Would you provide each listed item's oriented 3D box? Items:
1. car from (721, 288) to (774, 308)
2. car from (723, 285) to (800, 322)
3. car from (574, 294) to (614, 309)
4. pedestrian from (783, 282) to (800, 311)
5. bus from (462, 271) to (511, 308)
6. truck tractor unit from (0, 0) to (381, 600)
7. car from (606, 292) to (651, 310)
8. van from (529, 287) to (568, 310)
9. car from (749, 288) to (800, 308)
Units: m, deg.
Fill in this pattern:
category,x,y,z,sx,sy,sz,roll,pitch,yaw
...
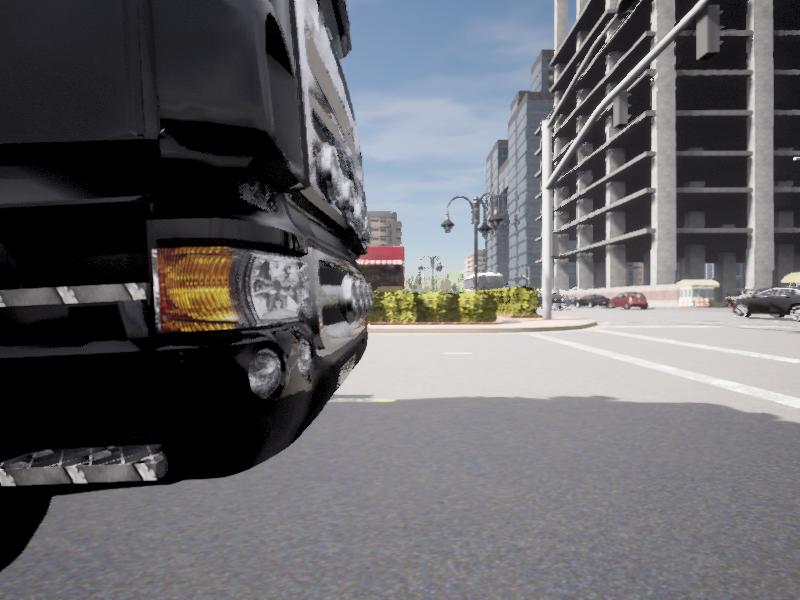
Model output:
category,x,y,z,sx,sy,sz,roll,pitch,yaw
car,34.095,-0.211,39.424,1.905,1.878,3.866,0,0,0
car,17.395,0.147,17.887,2.128,1.511,4.902,0,0,3
car,21.003,0.128,43.615,1.882,1.535,5.008,0,0,0
pedestrian,25.662,-0.222,26.055,0.751,1.860,0.751,0,0,9
bus,10.614,-1.204,50.718,3.944,4.253,10.273,0,0,0
truck tractor unit,-3.483,-1.111,2.201,6.516,4.208,3.053,0,0,1
car,21.019,0.092,37.023,1.851,1.617,3.988,0,0,0
van,14.015,-0.110,38.082,2.069,2.038,4.480,0,0,0
car,37.036,-0.218,39.411,1.905,1.878,3.866,0,0,0
